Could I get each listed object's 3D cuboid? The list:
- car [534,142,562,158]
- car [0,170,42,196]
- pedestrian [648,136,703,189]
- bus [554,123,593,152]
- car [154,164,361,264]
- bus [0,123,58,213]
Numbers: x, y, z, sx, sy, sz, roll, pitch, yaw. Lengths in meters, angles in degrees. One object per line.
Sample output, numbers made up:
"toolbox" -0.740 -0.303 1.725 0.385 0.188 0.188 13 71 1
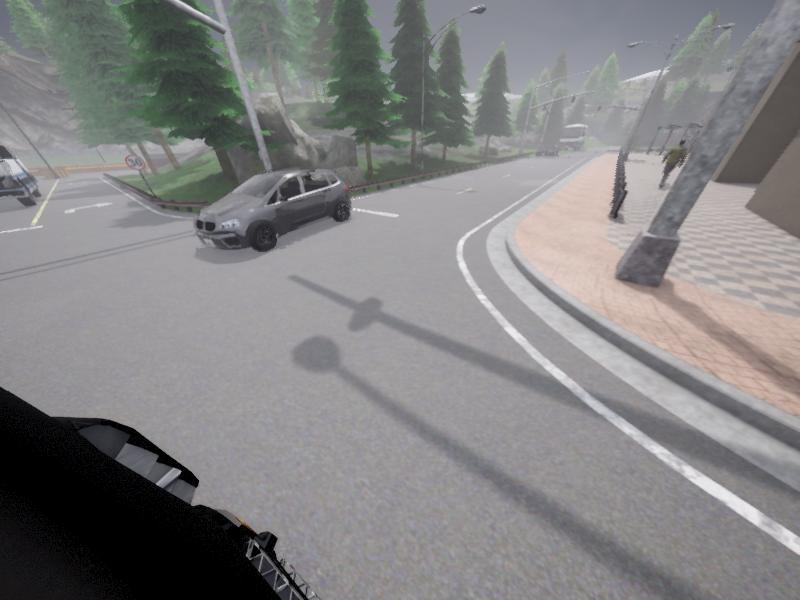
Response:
"car" 21.129 -21.434 32.987 2.242 1.667 4.611 22 41 32
"car" -31.681 -9.575 18.790 4.902 1.511 2.128 23 41 33
"pedestrian" 11.585 -5.826 9.811 0.751 1.860 0.751 22 41 31
"bus" 34.685 -32.322 46.041 3.944 4.253 10.273 22 41 32
"car" -3.593 -2.962 7.012 2.242 1.667 4.611 15 38 25
"bus" -24.662 -7.790 13.221 10.273 4.253 3.944 23 41 33
